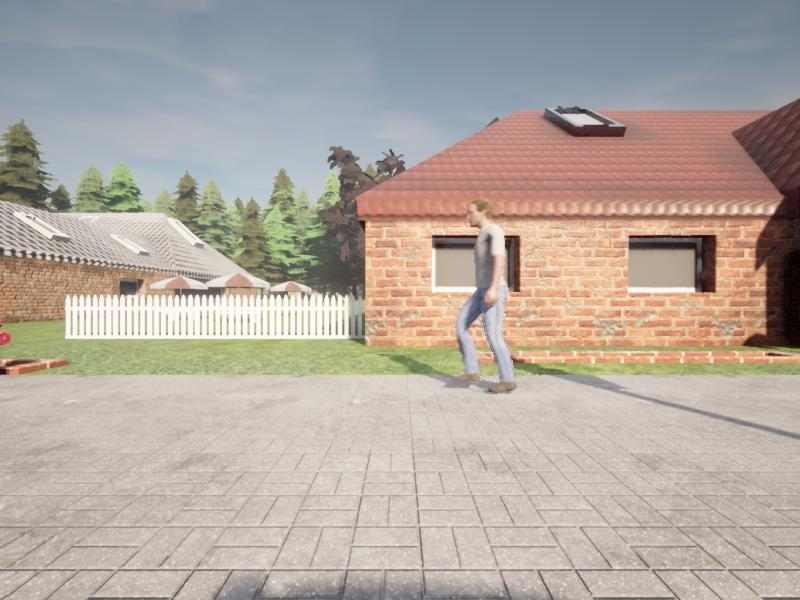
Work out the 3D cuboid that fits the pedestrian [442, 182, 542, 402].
[{"bbox_3d":[0.824,-0.067,3.770,0.751,1.860,0.751,0,0,-2],"label":"pedestrian"}]
